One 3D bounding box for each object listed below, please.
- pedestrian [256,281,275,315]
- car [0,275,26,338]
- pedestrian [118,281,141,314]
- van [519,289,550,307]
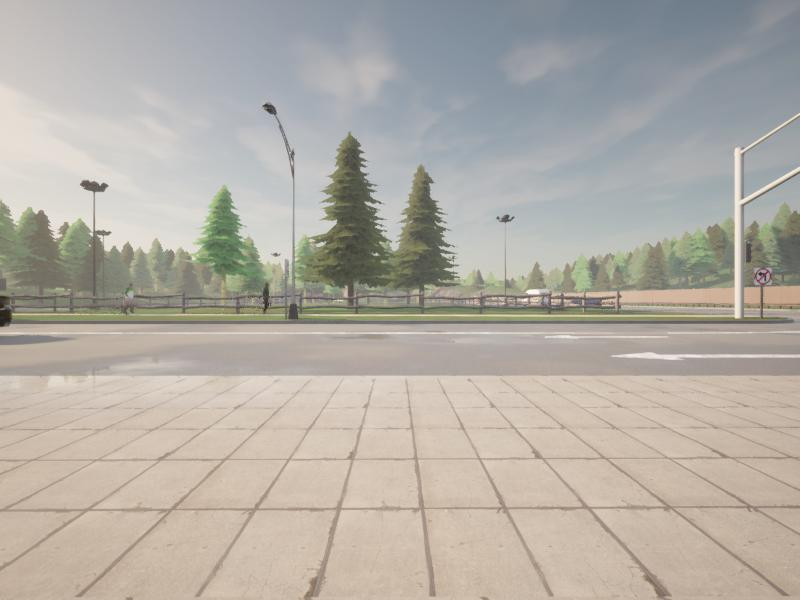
[{"bbox_3d":[-7.505,-0.115,22.300,0.751,1.860,0.751,0,0,4],"label":"pedestrian"},{"bbox_3d":[-13.033,0.171,10.176,5.238,1.638,1.930,0,0,0],"label":"car"},{"bbox_3d":[-15.485,-0.115,22.920,0.751,1.860,0.751,0,0,3],"label":"pedestrian"},{"bbox_3d":[20.587,-0.278,61.470,1.988,2.561,5.915,0,0,-10],"label":"van"}]
